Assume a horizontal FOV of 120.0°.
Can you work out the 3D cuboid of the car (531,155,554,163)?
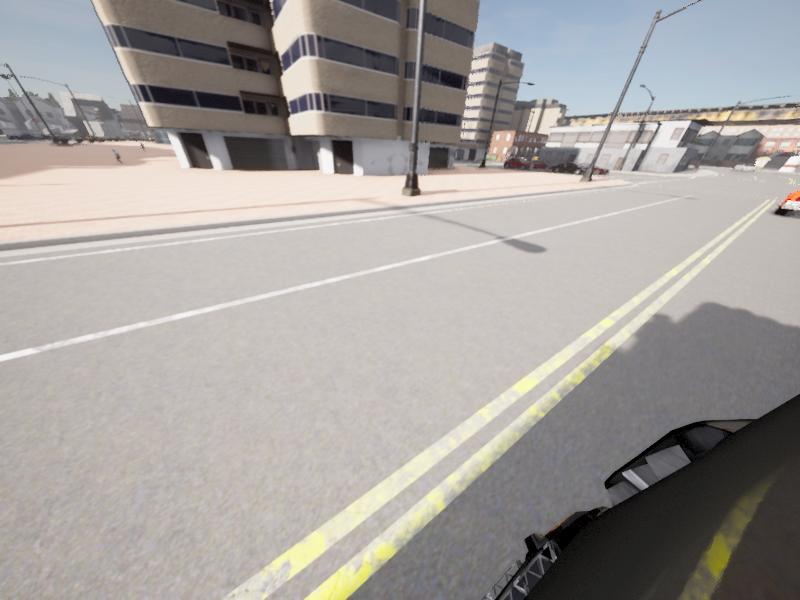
[{"bbox_3d":[41.391,-41.114,67.288,2.152,1.636,5.027,-19,39,-29],"label":"car"}]

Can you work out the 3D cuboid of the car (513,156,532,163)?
[{"bbox_3d":[34.076,-39.028,64.286,1.970,1.475,3.806,-19,38,-29],"label":"car"}]

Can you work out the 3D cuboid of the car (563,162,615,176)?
[{"bbox_3d":[27.398,-19.191,33.749,2.033,1.411,5.357,-19,39,-29],"label":"car"}]

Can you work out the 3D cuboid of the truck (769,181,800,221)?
[{"bbox_3d":[21.621,-5.338,11.333,5.204,2.467,2.627,-18,39,-28],"label":"truck"}]

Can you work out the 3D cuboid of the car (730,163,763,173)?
[{"bbox_3d":[69.616,-26.633,46.524,1.812,1.442,4.674,20,38,24],"label":"car"}]

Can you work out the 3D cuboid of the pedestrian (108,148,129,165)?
[{"bbox_3d":[-23.309,-11.885,19.131,0.500,1.100,0.500,7,34,6],"label":"pedestrian"}]

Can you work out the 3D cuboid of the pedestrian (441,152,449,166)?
[{"bbox_3d":[7.387,-23.048,37.847,0.751,1.860,0.751,-19,39,-29],"label":"pedestrian"}]

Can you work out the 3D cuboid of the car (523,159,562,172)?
[{"bbox_3d":[23.582,-22.394,38.379,2.163,1.488,4.792,-19,38,-29],"label":"car"}]

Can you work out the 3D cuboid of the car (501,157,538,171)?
[{"bbox_3d":[19.521,-22.427,38.068,2.033,1.649,4.856,-19,38,-29],"label":"car"}]

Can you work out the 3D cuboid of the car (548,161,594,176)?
[{"bbox_3d":[23.992,-18.651,32.662,1.812,1.442,4.674,-19,39,-29],"label":"car"}]
